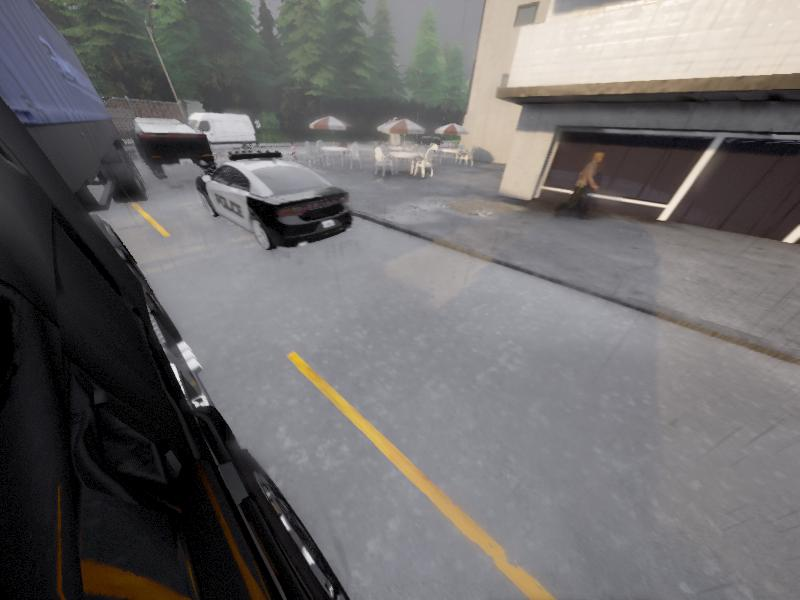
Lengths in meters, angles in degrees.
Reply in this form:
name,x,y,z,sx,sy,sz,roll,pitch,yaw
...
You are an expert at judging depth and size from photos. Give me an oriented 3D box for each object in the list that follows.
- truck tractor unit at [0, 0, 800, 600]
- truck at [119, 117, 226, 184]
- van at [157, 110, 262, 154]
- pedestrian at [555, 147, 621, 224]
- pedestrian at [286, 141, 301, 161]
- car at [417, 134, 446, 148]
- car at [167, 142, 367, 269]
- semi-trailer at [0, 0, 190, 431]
name,x,y,z,sx,sy,sz,roll,pitch,yaw
truck tractor unit,-2.645,-0.295,0.352,6.516,4.208,3.053,28,44,30
truck,-11.091,-7.444,11.181,2.390,2.098,6.274,-29,47,-35
van,-15.087,-13.712,18.955,1.988,2.561,5.915,21,40,23
pedestrian,5.409,-3.333,6.770,0.751,1.860,0.751,24,42,26
pedestrian,-7.080,-9.972,15.442,0.500,1.100,0.500,8,37,8
car,4.786,-23.960,34.794,1.882,1.535,5.008,28,44,30
car,-3.389,-2.734,5.738,5.238,1.638,1.930,28,43,29
semi-trailer,-8.147,-3.928,4.707,2.717,4.402,14.254,-27,46,-34
